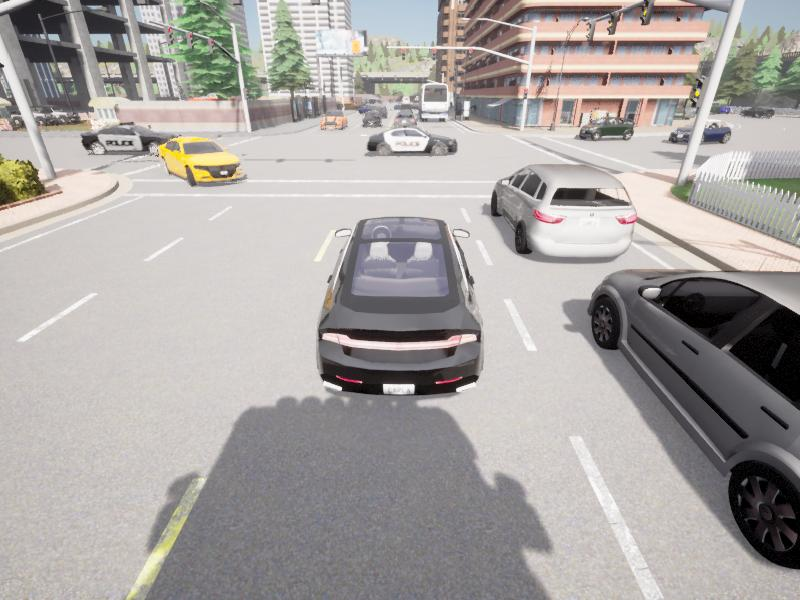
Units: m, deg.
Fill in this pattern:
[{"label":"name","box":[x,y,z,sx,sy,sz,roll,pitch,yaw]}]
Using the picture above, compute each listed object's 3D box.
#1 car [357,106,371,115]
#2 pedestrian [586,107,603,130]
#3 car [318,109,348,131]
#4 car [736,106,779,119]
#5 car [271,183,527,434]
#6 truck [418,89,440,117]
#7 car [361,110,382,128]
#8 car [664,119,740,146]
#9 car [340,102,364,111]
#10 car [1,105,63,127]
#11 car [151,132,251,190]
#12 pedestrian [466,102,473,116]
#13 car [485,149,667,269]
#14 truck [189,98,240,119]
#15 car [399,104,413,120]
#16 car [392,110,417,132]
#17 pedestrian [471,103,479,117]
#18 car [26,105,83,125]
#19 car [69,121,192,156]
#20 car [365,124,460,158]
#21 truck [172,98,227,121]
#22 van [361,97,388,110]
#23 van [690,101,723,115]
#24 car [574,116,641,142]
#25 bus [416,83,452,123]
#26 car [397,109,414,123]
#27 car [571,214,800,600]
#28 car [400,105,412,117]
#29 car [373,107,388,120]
[{"label":"car","box":[-5.998,-32.213,67.979,1.895,1.301,4.718,0,27,1]},{"label":"pedestrian","box":[17.152,-16.010,35.284,0.751,1.860,0.751,-7,28,-13]},{"label":"car","box":[-6.453,-17.657,39.076,2.097,1.767,4.553,0,27,1]},{"label":"car","box":[51.290,-26.994,57.468,1.837,1.490,4.892,1,27,2]},{"label":"car","box":[0.023,-0.454,5.857,2.128,1.511,4.902,0,27,1]},{"label":"truck","box":[4.445,-31.277,63.389,2.891,3.827,8.468,0,27,1]},{"label":"car","box":[-2.902,-19.095,42.207,1.837,1.490,4.892,0,27,1]},{"label":"car","box":[20.351,-11.370,27.048,3.806,1.475,1.970,-9,29,-18]},{"label":"car","box":[-10.385,-42.033,86.867,5.008,1.535,1.882,13,30,23]},{"label":"car","box":[-36.857,-18.476,40.153,3.866,1.878,1.905,0,27,1]},{"label":"car","box":[-8.040,-5.687,15.995,1.882,1.535,5.008,-22,34,-37]},{"label":"pedestrian","box":[10.280,-28.113,58.995,0.751,1.860,0.751,1,27,1]},{"label":"car","box":[3.606,-2.398,9.471,2.242,1.667,4.611,1,27,1]},{"label":"truck","box":[-25.011,-25.960,54.170,5.204,2.467,2.615,0,27,1]},{"label":"car","box":[0.819,-26.457,56.118,1.905,1.878,3.866,0,27,1]},{"label":"car","box":[0.476,-16.945,37.823,2.242,1.667,4.611,1,27,2]},{"label":"pedestrian","box":[10.714,-27.168,57.152,0.751,1.860,0.751,0,27,0]},{"label":"car","box":[-36.820,-19.818,42.770,3.866,1.878,1.905,0,27,1]},{"label":"car","box":[-14.854,-9.041,22.332,5.238,1.638,1.930,0,27,-1]},{"label":"car","box":[0.673,-8.877,22.227,4.974,1.542,2.038,0,27,0]},{"label":"truck","box":[-25.065,-23.992,50.335,5.204,2.467,2.615,0,27,1]},{"label":"van","box":[-5.781,-44.341,90.220,5.915,2.561,1.988,1,27,1]},{"label":"van","box":[51.571,-32.389,67.452,1.775,1.987,4.442,1,27,1]},{"label":"car","box":[15.049,-12.477,29.122,3.705,1.549,1.789,-5,28,-10]},{"label":"bus","box":[4.140,-25.660,51.985,3.944,4.253,10.273,0,27,1]},{"label":"car","box":[0.722,-22.964,49.857,2.033,1.411,5.357,0,27,1]},{"label":"car","box":[3.495,0.484,3.924,1.851,1.617,3.988,0,27,1]},{"label":"car","box":[0.930,-29.947,63.305,1.801,1.575,5.366,0,27,1]},{"label":"car","box":[-2.681,-26.337,56.324,1.837,1.490,4.892,0,27,1]}]
